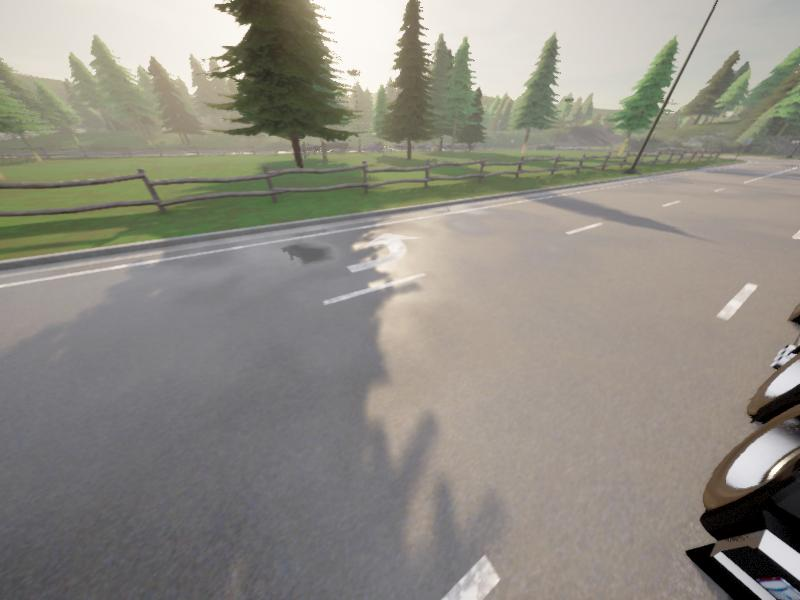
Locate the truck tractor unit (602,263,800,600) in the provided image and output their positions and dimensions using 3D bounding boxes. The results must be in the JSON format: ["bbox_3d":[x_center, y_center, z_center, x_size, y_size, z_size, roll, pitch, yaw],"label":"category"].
[{"bbox_3d":[5.113,-0.296,0.789,6.516,4.208,3.053,-18,39,-24],"label":"truck tractor unit"}]

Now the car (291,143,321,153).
[{"bbox_3d":[-19.367,-31.537,47.741,5.238,1.638,1.930,-18,39,-24],"label":"car"}]
